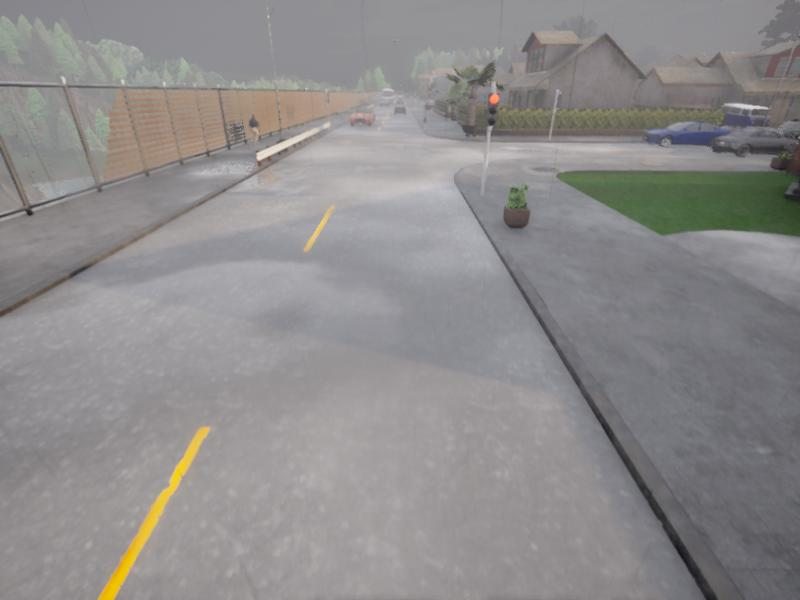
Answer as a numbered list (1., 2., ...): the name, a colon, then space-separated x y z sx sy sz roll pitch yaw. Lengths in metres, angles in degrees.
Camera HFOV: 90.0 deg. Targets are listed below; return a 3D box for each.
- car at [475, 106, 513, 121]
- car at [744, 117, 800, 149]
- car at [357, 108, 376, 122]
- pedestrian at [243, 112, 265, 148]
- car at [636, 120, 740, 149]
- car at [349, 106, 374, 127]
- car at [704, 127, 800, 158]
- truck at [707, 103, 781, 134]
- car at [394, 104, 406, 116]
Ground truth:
1. car: 10.578 -21.093 45.178 3.633 1.501 1.845 -1 27 -3
2. car: 25.664 -10.823 25.861 4.553 1.767 2.097 0 27 0
3. car: -3.986 -22.342 48.276 1.994 1.385 4.181 0 27 0
4. pedestrian: -8.552 -10.002 23.522 0.751 1.860 0.751 1 27 1
5. car: 18.464 -10.722 25.862 5.008 1.535 1.882 1 27 0
6. car: -3.951 -19.164 41.661 2.097 1.767 4.553 0 27 0
7. car: 19.978 -8.826 22.392 4.181 1.385 1.994 -1 27 -2
8. truck: 29.270 -15.607 34.295 2.069 2.038 4.478 0 30 0
9. car: 0.027 -29.896 62.760 1.882 1.535 5.008 0 27 0
